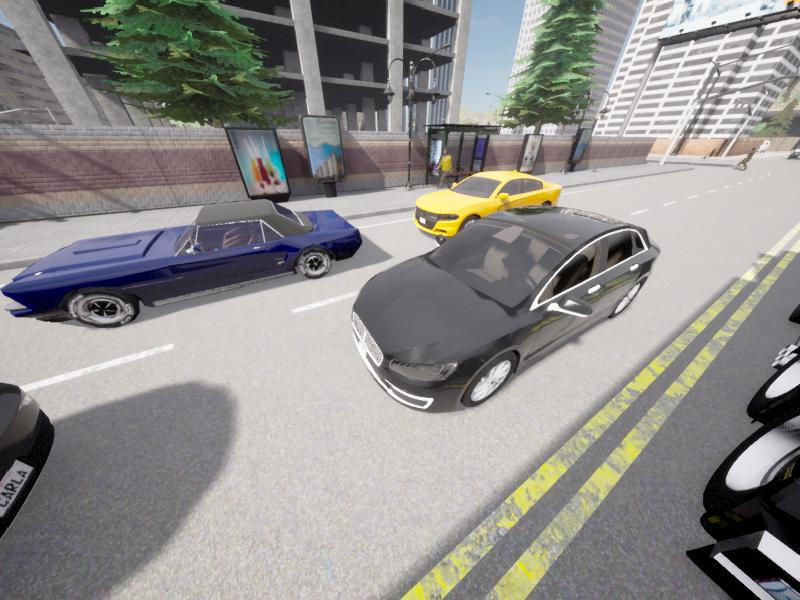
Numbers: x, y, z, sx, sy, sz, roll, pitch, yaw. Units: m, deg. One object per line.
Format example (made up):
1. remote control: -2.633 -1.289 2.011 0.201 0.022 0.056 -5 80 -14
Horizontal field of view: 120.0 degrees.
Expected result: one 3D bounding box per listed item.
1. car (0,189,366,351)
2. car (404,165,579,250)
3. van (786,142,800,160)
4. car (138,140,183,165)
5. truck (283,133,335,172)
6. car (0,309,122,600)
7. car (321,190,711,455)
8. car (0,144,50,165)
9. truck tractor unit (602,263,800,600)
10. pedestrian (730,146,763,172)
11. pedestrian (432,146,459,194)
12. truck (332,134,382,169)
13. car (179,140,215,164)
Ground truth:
1. car: -3.233 -1.005 4.281 4.718 1.301 1.895 -18 39 -24
2. car: 2.770 -3.063 7.069 5.008 1.535 1.882 -18 39 -24
3. van: 61.187 -22.549 34.601 5.915 2.561 1.988 -18 39 -24
4. car: -23.720 -14.790 23.070 1.905 1.878 3.866 -18 39 -24
5. truck: -7.736 -12.547 19.513 2.615 2.467 5.204 -18 39 -24
6. car: -4.522 1.647 0.292 4.892 1.490 1.837 -18 39 -25
7. car: 1.720 -0.393 3.267 4.892 1.490 1.837 -18 39 -24
8. car: -39.336 -15.054 23.815 1.851 1.617 3.988 -18 39 -25
9. truck tractor unit: 5.107 -0.304 0.783 6.516 4.208 3.053 -18 39 -24
10. pedestrian: 30.809 -12.540 20.558 0.751 1.860 0.751 -21 40 -28
11. pedestrian: 2.092 -6.104 10.839 0.751 1.860 0.751 -17 38 -23
12. truck: -4.006 -13.769 21.295 2.615 2.467 5.204 -18 39 -24
13. car: -21.175 -15.624 24.285 1.905 1.878 3.866 -18 39 -24
